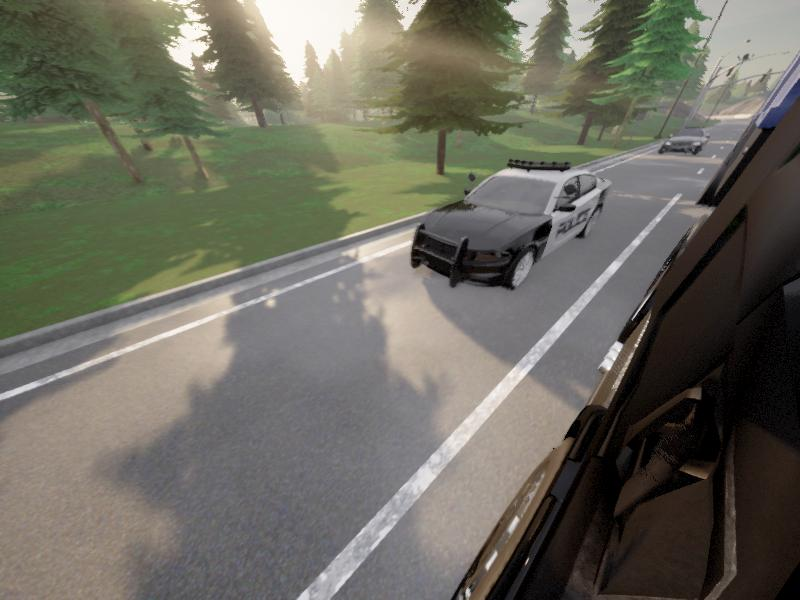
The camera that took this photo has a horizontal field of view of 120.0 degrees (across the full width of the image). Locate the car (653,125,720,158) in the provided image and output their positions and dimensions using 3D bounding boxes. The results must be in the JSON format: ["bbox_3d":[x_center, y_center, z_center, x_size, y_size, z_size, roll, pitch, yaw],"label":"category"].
[{"bbox_3d":[20.210,-11.226,16.263,4.974,1.542,2.038,-28,43,-30],"label":"car"}]

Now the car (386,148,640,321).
[{"bbox_3d":[2.439,-1.849,4.637,5.238,1.638,1.930,-28,43,-30],"label":"car"}]

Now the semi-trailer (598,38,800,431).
[{"bbox_3d":[8.694,-3.593,4.256,14.254,4.402,2.717,-28,43,-30],"label":"semi-trailer"}]

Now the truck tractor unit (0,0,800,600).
[{"bbox_3d":[2.645,-0.295,0.351,6.516,4.208,3.053,-28,44,-30],"label":"truck tractor unit"}]

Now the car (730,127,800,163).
[{"bbox_3d":[21.194,-8.962,13.278,4.181,1.385,1.994,-28,43,-30],"label":"car"}]
